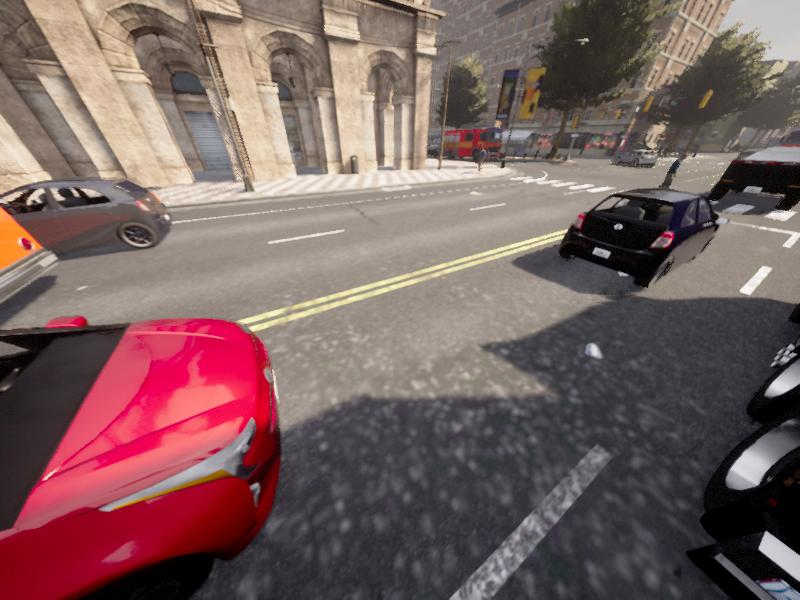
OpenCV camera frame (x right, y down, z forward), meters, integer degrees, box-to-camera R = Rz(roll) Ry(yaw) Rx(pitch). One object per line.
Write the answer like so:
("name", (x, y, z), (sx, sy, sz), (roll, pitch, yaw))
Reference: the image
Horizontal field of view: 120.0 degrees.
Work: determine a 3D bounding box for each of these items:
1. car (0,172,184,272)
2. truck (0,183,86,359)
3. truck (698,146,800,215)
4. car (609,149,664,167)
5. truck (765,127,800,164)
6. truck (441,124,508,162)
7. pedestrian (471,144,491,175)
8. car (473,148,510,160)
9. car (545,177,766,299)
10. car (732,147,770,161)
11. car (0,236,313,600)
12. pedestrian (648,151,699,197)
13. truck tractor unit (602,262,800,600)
("car", (-7.839, -1.915, 5.350), (3.633, 1.501, 1.845), (-18, 39, -24))
("truck", (-7.742, -0.026, 1.813), (5.204, 2.467, 2.627), (-18, 39, -24))
("truck", (16.843, -5.597, 10.350), (6.274, 2.098, 2.390), (-18, 39, -25))
("car", (25.650, -15.528, 25.241), (1.970, 1.475, 3.806), (0, 35, 0))
("truck", (53.859, -20.773, 30.960), (8.468, 3.827, 2.891), (-18, 39, -25))
("truck", (9.623, -21.283, 31.322), (2.891, 3.827, 8.468), (-18, 39, -24))
("pedestrian", (5.911, -10.283, 16.893), (0.751, 1.860, 0.751), (-15, 38, -21))
("car", (12.952, -20.933, 33.062), (1.895, 1.301, 4.718), (-18, 39, -24))
("car", (5.391, -1.606, 5.018), (3.633, 1.501, 1.845), (-18, 39, -24))
("car", (50.932, -21.228, 33.501), (5.238, 1.638, 1.930), (-19, 39, -25))
("car", (-3.067, 1.159, 0.977), (4.514, 1.525, 2.007), (-18, 39, -24))
("pedestrian", (13.274, -6.146, 11.273), (0.751, 1.860, 0.751), (-23, 41, -29))
("truck tractor unit", (5.106, -0.305, 0.785), (6.516, 4.208, 3.053), (-18, 39, -24))
